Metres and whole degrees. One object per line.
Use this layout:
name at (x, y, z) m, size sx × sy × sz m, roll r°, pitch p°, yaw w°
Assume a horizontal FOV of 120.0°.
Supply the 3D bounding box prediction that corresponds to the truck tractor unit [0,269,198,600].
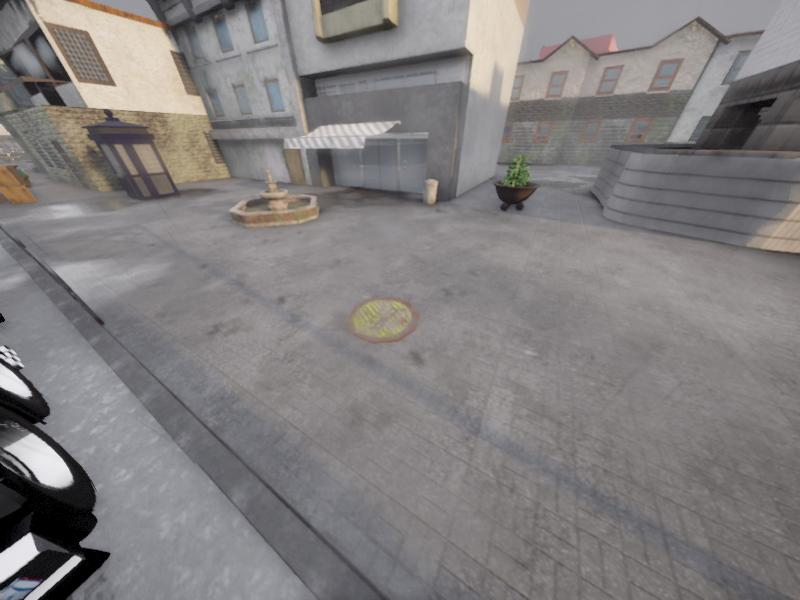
truck tractor unit at (-5.118, -0.295, 0.762) m, size 6.516 × 4.208 × 3.053 m, roll 18°, pitch 39°, yaw 24°

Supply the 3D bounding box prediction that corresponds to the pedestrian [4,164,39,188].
pedestrian at (-21.241, -6.961, 12.989) m, size 0.500 × 1.100 × 0.500 m, roll -30°, pitch 44°, yaw -35°
